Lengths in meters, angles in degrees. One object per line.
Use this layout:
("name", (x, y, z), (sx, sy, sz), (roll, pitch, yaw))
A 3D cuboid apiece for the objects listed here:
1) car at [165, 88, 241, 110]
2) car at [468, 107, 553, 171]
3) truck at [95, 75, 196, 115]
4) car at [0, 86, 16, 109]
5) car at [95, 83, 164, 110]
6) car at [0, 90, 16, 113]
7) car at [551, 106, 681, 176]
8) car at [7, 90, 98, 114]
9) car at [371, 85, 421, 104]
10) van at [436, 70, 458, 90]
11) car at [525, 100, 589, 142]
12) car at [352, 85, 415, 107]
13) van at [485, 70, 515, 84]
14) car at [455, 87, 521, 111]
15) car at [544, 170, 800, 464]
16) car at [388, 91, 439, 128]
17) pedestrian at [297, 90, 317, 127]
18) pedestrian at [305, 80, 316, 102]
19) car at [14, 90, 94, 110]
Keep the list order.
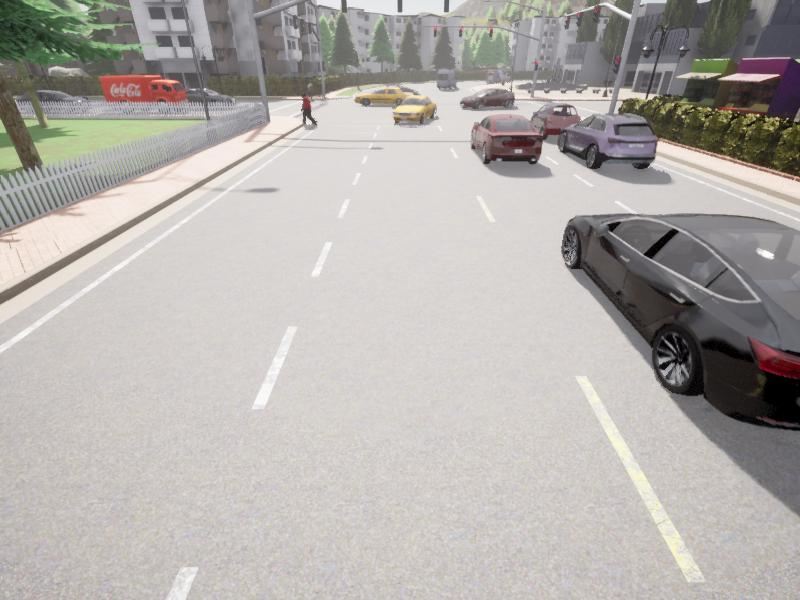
("car", (-15.998, -16.453, 32.707), (4.902, 1.511, 2.128), (1, 30, 2))
("car", (3.927, -6.273, 15.234), (1.882, 1.535, 5.008), (0, 30, 0))
("truck", (-18.579, -15.147, 29.521), (5.204, 2.467, 2.627), (1, 30, 2))
("car", (-35.750, -16.850, 33.288), (5.027, 1.651, 2.152), (1, 30, 2))
("car", (-22.069, -16.723, 32.796), (3.866, 1.878, 1.905), (1, 30, 2))
("car", (-32.488, -14.971, 30.194), (4.892, 1.490, 1.837), (1, 30, 2))
("car", (7.419, -5.896, 14.496), (2.033, 1.649, 4.856), (0, 30, 1))
("car", (-25.932, -14.855, 29.992), (4.892, 1.490, 1.837), (1, 30, 2))
("car", (-0.368, -19.677, 38.285), (4.674, 1.442, 1.812), (1, 30, 1))
("van", (7.174, -33.409, 60.669), (1.988, 2.561, 5.915), (10, 32, 16))
("car", (7.581, -8.888, 19.718), (1.845, 1.501, 3.633), (2, 30, 3))
("car", (-1.354, -17.992, 35.263), (5.366, 1.575, 1.801), (1, 30, 2))
("van", (19.912, -44.499, 79.797), (6.366, 2.431, 2.351), (-24, 38, -35))
("car", (7.174, -16.470, 32.752), (4.792, 1.488, 2.163), (-14, 33, -22))
("car", (3.832, -0.400, 5.233), (2.163, 1.488, 4.792), (0, 30, 0))
("car", (0.954, -12.042, 25.071), (1.801, 1.575, 5.366), (9, 31, 14))
("pedestrian", (-5.301, -10.971, 22.918), (0.751, 1.860, 0.751), (1, 30, 1))
("pedestrian", (-8.841, -20.729, 39.630), (0.751, 1.860, 0.751), (-10, 32, -17))
("car", (-28.541, -16.582, 33.148), (4.718, 1.301, 1.895), (1, 30, 2))
